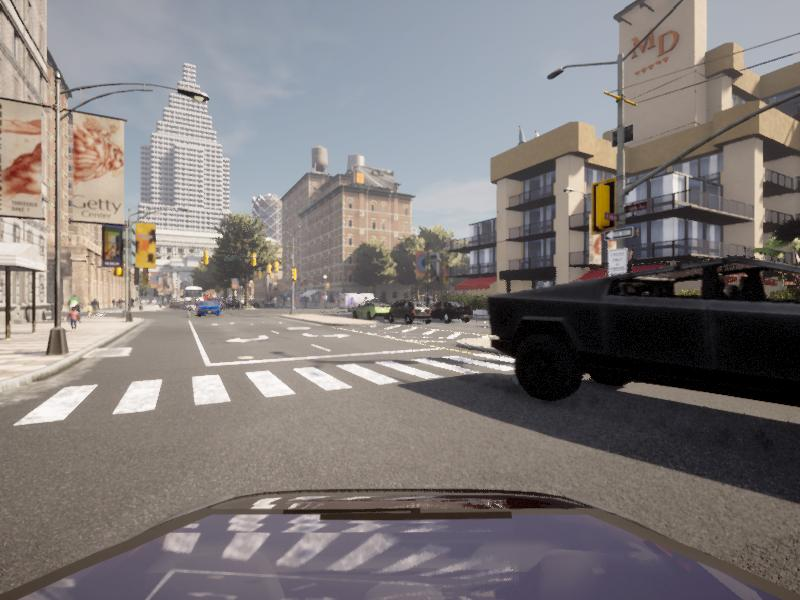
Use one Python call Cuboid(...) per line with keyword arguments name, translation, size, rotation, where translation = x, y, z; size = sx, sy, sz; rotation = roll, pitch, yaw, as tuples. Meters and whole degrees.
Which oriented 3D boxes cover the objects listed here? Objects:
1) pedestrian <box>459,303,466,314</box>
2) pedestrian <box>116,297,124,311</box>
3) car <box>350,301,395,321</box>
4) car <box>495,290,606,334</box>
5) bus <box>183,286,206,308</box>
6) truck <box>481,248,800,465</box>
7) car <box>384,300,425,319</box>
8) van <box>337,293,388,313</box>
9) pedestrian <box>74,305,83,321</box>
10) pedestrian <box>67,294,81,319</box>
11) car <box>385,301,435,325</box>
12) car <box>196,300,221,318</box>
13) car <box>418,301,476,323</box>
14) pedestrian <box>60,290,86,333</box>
Cuboid(name="pedestrian", translation=(6.232, 0.866, 39.684), size=(0.500, 1.100, 0.500), rotation=(0, 0, -28))
Cuboid(name="pedestrian", translation=(-37.375, 0.486, 53.432), size=(0.751, 1.860, 0.751), rotation=(0, 0, -24))
Cuboid(name="car", translation=(-2.361, 0.829, 33.052), size=(2.007, 1.525, 4.514), rotation=(0, 0, -29))
Cuboid(name="car", translation=(7.893, 0.567, 21.707), size=(2.150, 2.045, 5.566), rotation=(0, 0, -29))
Cuboid(name="bus", translation=(-42.198, -0.537, 81.902), size=(3.944, 4.253, 10.273), rotation=(0, 0, -29))
Cuboid(name="truck", translation=(4.244, 0.542, 5.406), size=(2.390, 2.098, 6.274), rotation=(0, 0, -34))
Cuboid(name="car", translation=(0.334, 0.789, 35.421), size=(1.851, 1.617, 3.988), rotation=(0, 0, -29))
Cuboid(name="van", translation=(-4.919, 0.379, 53.117), size=(6.366, 2.431, 2.351), rotation=(0, 0, -29))
Cuboid(name="pedestrian", translation=(-21.484, 0.865, 26.737), size=(0.500, 1.100, 0.500), rotation=(0, 0, -38))
Cuboid(name="pedestrian", translation=(-24.313, 0.485, 29.858), size=(0.751, 1.860, 0.751), rotation=(0, 0, -34))
Cuboid(name="car", translation=(0.618, 0.815, 27.633), size=(1.789, 1.549, 3.705), rotation=(0, 0, -29))
Cuboid(name="car", translation=(-18.490, 0.823, 38.522), size=(1.882, 1.535, 5.008), rotation=(0, 0, -29))
Cuboid(name="car", translation=(3.381, 0.845, 29.872), size=(1.837, 1.490, 4.892), rotation=(0, 0, -29))
Cuboid(name="pedestrian", translation=(-14.296, 0.485, 17.507), size=(0.751, 1.860, 0.751), rotation=(0, 0, -30))
